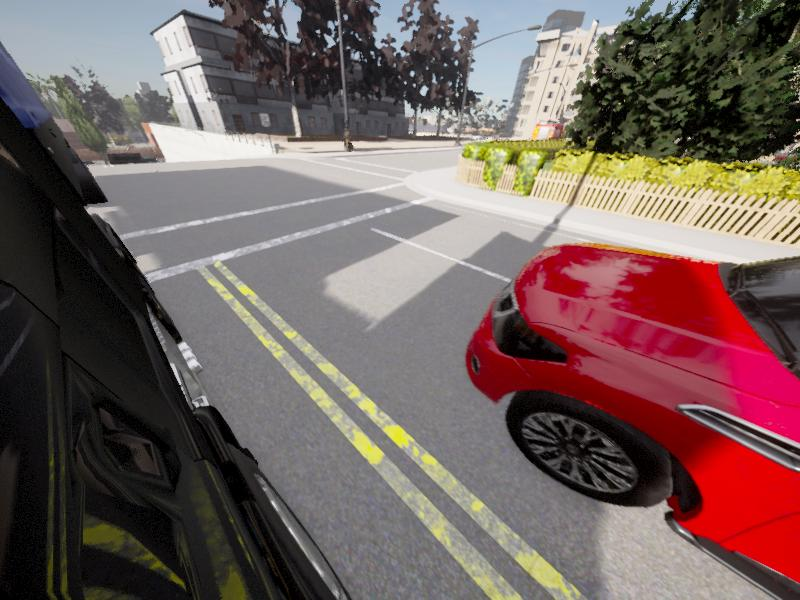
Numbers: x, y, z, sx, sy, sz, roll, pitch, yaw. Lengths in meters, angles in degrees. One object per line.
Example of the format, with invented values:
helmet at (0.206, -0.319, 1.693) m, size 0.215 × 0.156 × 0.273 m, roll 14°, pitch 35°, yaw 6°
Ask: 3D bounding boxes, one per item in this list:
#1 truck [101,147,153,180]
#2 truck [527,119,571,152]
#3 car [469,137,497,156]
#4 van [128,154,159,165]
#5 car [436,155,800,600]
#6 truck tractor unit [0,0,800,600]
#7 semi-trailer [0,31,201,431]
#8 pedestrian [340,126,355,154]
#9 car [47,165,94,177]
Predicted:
truck at (-27.027, -13.420, 22.893) m, size 6.274 × 2.098 × 2.390 m, roll 19°, pitch 38°, yaw 38°
truck at (23.635, -25.873, 36.507) m, size 2.891 × 3.827 × 8.468 m, roll 29°, pitch 44°, yaw 31°
car at (9.630, -17.829, 26.752) m, size 1.789 × 1.549 × 3.705 m, roll 22°, pitch 41°, yaw 23°
van at (-64.238, -35.268, 57.920) m, size 1.775 × 1.987 × 4.442 m, roll 29°, pitch 44°, yaw 30°
car at (3.219, 0.854, 1.028) m, size 5.566 × 2.045 × 2.150 m, roll 28°, pitch 44°, yaw 30°
truck tractor unit at (-2.645, -0.295, 0.351) m, size 6.516 × 4.208 × 3.053 m, roll 28°, pitch 44°, yaw 30°
semi-trailer at (-8.639, -3.655, 4.269) m, size 14.254 × 4.402 × 2.717 m, roll 29°, pitch 44°, yaw 30°
pedestrian at (-4.414, -13.447, 19.428) m, size 0.751 × 1.860 × 0.751 m, roll 17°, pitch 39°, yaw 18°
car at (-63.533, -24.952, 44.653) m, size 1.882 × 1.535 × 5.008 m, roll 29°, pitch 44°, yaw 30°
